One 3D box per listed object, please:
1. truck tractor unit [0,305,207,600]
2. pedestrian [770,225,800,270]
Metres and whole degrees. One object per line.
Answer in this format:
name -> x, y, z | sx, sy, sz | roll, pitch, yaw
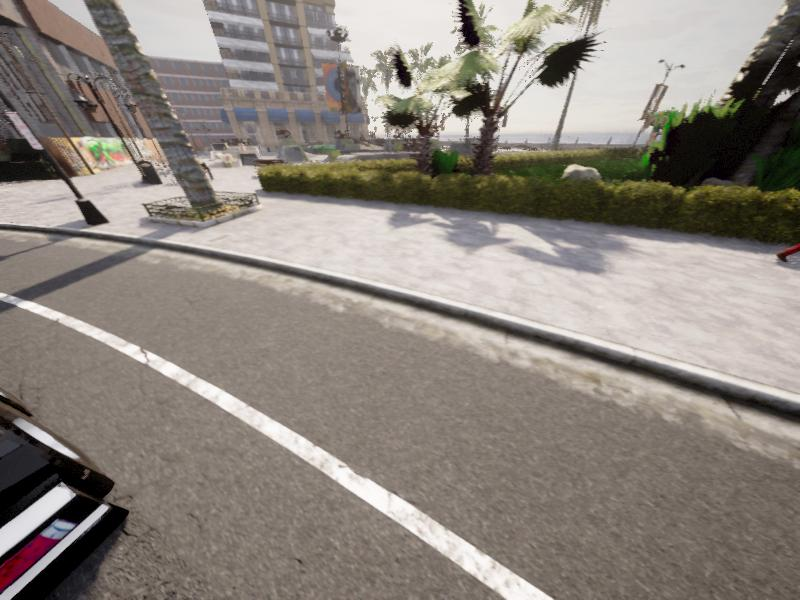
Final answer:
truck tractor unit -> -5.238, -0.148, 0.580 | 6.516, 4.208, 3.053 | 13, 38, 18
pedestrian -> 7.917, -1.408, 3.911 | 0.751, 1.860, 0.751 | 20, 40, 27
